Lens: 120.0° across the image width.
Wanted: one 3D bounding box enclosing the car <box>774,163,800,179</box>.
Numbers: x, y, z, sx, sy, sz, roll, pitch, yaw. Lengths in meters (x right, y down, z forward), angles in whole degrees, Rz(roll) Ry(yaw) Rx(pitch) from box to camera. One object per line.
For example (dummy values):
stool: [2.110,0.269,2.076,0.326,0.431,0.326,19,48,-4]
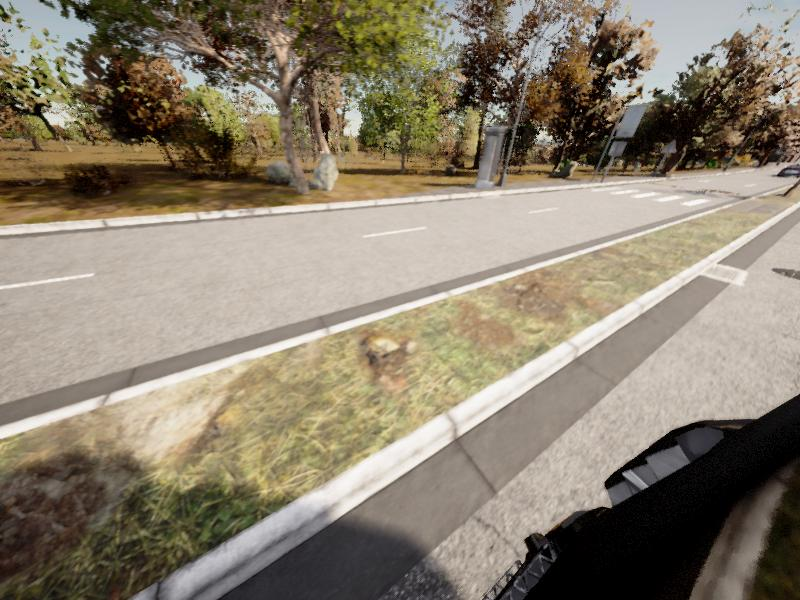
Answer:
car: [55.886,-18.339,32.744,4.856,1.649,2.033,-17,39,-25]
